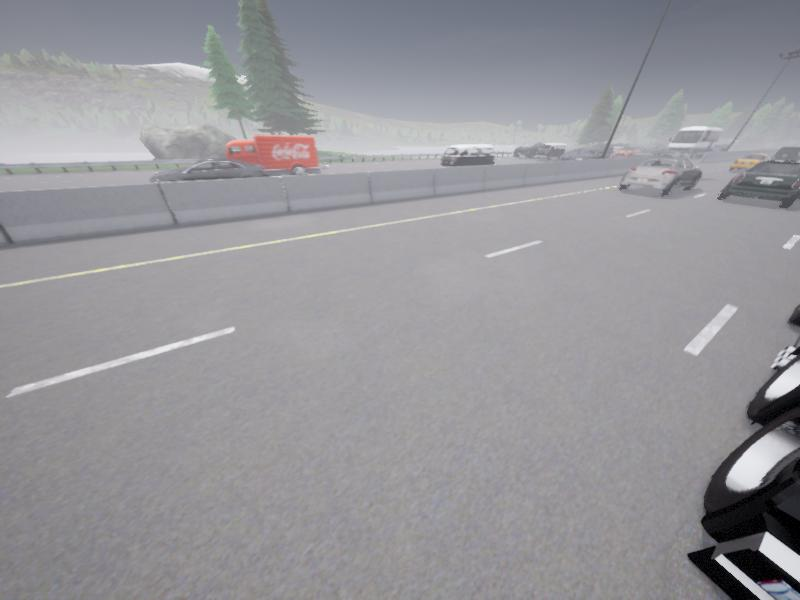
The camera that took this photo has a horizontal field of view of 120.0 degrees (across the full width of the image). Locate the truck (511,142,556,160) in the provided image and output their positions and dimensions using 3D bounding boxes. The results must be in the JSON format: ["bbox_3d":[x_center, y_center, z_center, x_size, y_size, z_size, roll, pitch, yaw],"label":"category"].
[{"bbox_3d":[20.309,-22.795,35.221,6.274,2.098,2.390,-18,39,-24],"label":"truck"}]

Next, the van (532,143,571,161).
[{"bbox_3d":[21.190,-20.748,32.341,4.480,2.038,2.069,-17,39,-25],"label":"van"}]

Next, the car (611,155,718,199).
[{"bbox_3d":[14.401,-6.853,12.619,5.027,1.651,2.152,-18,39,-24],"label":"car"}]

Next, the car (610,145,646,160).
[{"bbox_3d":[35.341,-22.939,35.850,4.553,1.767,2.097,-18,39,-24],"label":"car"}]

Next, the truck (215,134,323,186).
[{"bbox_3d":[-8.143,-9.106,14.888,5.204,2.467,2.627,-18,39,-24],"label":"truck"}]

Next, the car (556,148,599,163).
[{"bbox_3d":[23.161,-18.881,30.105,4.974,1.542,2.038,-18,39,-24],"label":"car"}]

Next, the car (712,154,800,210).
[{"bbox_3d":[17.316,-5.562,10.641,4.553,1.767,2.097,-18,39,-24],"label":"car"}]

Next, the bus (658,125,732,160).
[{"bbox_3d":[48.426,-25.806,37.961,10.273,4.253,3.944,-18,39,-24],"label":"bus"}]

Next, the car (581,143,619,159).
[{"bbox_3d":[32.695,-24.490,37.832,5.566,2.045,2.150,-18,39,-24],"label":"car"}]

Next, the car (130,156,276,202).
[{"bbox_3d":[-9.130,-6.084,11.369,4.902,1.511,2.128,-18,39,-25],"label":"car"}]

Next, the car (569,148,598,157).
[{"bbox_3d":[32.957,-26.571,41.493,4.718,1.301,1.895,-18,39,-24],"label":"car"}]

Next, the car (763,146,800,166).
[{"bbox_3d":[46.830,-17.484,28.030,3.866,1.878,1.905,-18,39,-24],"label":"car"}]

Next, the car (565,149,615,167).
[{"bbox_3d":[21.289,-15.957,25.898,4.902,1.511,2.128,-18,39,-24],"label":"car"}]

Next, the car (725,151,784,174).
[{"bbox_3d":[32.983,-12.864,21.505,5.366,1.575,1.801,-18,39,-24],"label":"car"}]

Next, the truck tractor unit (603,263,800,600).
[{"bbox_3d":[5.110,-0.299,0.798,6.516,4.208,3.053,-18,39,-24],"label":"truck tractor unit"}]

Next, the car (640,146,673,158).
[{"bbox_3d":[44.887,-25.964,40.457,5.027,1.651,2.152,-18,39,-24],"label":"car"}]

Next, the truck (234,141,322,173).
[{"bbox_3d":[-10.588,-12.768,20.461,6.274,2.098,2.390,-18,39,-24],"label":"truck"}]

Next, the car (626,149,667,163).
[{"bbox_3d":[34.221,-20.106,32.111,5.357,1.411,2.033,-18,39,-24],"label":"car"}]

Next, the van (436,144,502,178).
[{"bbox_3d":[5.363,-11.008,18.143,4.480,2.038,2.069,-18,39,-24],"label":"van"}]

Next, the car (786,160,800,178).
[{"bbox_3d":[33.582,-10.710,18.500,3.806,1.475,1.970,-18,39,-24],"label":"car"}]
